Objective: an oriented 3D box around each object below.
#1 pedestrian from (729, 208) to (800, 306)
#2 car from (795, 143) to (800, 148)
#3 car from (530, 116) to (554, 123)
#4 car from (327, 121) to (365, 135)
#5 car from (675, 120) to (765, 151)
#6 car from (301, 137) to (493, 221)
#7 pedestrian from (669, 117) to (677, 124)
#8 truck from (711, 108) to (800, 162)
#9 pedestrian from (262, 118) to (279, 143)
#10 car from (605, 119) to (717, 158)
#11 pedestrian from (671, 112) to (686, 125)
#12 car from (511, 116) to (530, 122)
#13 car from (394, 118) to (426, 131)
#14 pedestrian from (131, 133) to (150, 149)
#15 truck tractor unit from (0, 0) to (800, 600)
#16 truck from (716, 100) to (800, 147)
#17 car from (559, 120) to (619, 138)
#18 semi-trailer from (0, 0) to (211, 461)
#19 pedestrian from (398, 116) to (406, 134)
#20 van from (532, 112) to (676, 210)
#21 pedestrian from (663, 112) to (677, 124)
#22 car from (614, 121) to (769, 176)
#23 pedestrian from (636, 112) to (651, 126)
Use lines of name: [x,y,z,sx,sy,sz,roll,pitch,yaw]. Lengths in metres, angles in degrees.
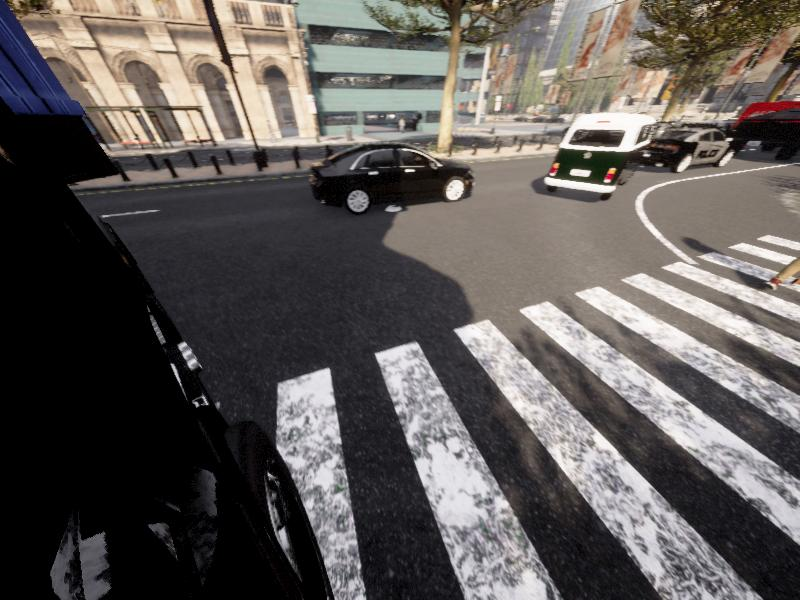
pedestrian: [5.583,-0.910,2.811,0.751,1.860,0.751,-8,39,-9]
car: [29.183,-10.733,14.877,4.902,1.511,2.128,-13,40,-15]
car: [37.378,-47.589,60.903,2.033,1.411,5.357,-13,40,-15]
car: [-7.717,-24.754,33.157,4.786,1.482,2.161,-14,40,-15]
car: [21.647,-11.237,15.710,3.806,1.475,1.970,-13,40,-15]
car: [-0.088,-3.705,6.773,4.892,1.490,1.837,-13,40,-15]
pedestrian: [51.214,-33.659,43.354,0.500,1.100,0.500,19,43,23]
truck: [21.074,-9.018,12.448,6.274,2.098,2.390,-13,40,-15]
pedestrian: [-12.224,-16.009,21.880,0.751,1.860,0.751,-13,40,-14]
car: [15.724,-9.882,14.019,5.238,1.638,1.930,-13,40,-15]
pedestrian: [51.173,-33.415,42.439,0.751,1.860,0.751,-5,39,-5]
car: [35.848,-53.867,68.811,1.994,1.385,4.181,-26,45,-28]
car: [1.740,-29.801,39.191,4.902,1.511,2.128,-14,40,-15]
pedestrian: [-21.829,-13.403,19.449,0.500,1.100,0.500,-13,40,-15]
truck tractor unit: [-2.645,-0.295,0.351,6.516,4.208,3.053,28,43,30]
truck: [27.756,-13.093,17.097,5.204,2.467,2.627,-13,40,-15]
car: [20.374,-18.546,24.955,5.357,1.411,2.033,-13,40,-15]
semi-trailer: [-10.167,-1.153,1.428,14.254,4.402,2.717,0,38,2]
pedestrian: [0.271,-23.159,30.539,0.751,1.860,0.751,-18,42,-20]
van: [6.559,-4.700,7.426,4.480,2.038,2.069,-32,48,-33]
pedestrian: [50.661,-34.089,43.295,0.751,1.860,0.751,-20,42,-22]
car: [12.842,-6.864,10.309,5.238,1.638,1.930,-13,40,-15]
pedestrian: [42.289,-31.399,40.122,0.751,1.860,0.751,-8,39,-9]
